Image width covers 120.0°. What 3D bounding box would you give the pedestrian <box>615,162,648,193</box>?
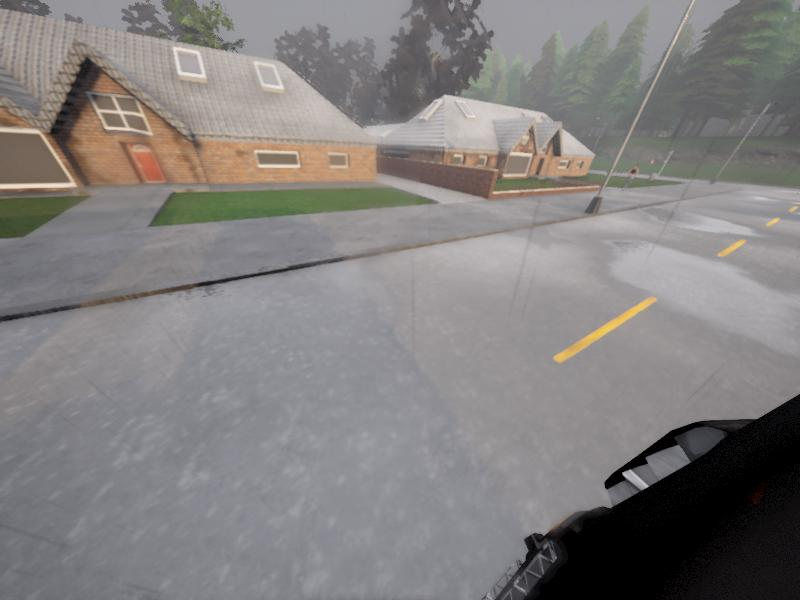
[{"bbox_3d":[16.357,-8.681,16.393,0.751,1.860,0.751,-16,38,-26],"label":"pedestrian"}]
